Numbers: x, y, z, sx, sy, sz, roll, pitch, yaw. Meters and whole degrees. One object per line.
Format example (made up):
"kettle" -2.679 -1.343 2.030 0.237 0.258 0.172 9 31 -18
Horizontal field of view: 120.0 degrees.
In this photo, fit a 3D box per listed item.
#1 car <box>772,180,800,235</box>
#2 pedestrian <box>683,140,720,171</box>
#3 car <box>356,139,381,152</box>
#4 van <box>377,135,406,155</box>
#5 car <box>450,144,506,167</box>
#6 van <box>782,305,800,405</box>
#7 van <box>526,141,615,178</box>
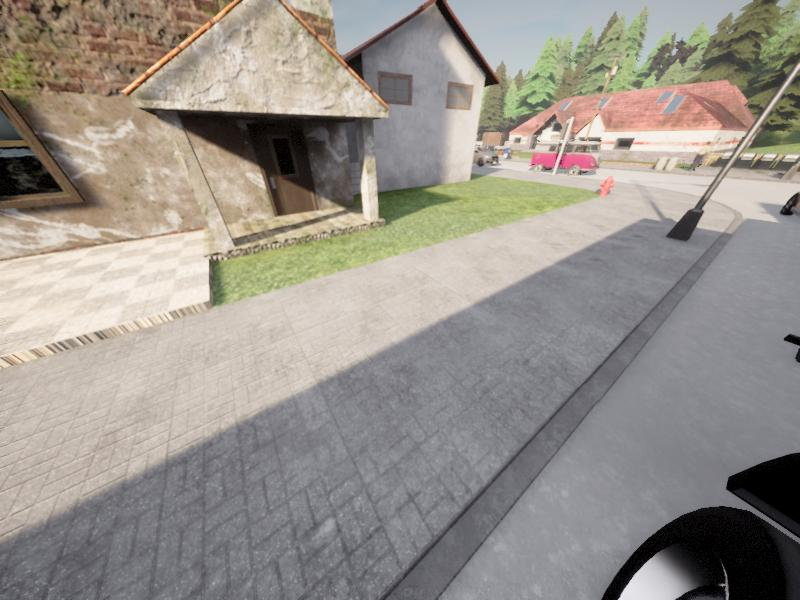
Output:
"car" 12.909 -2.770 6.411 3.705 1.549 1.789 -30 45 -35
"pedestrian" 21.832 -10.455 16.770 0.751 1.860 0.751 -22 41 -28
"car" -6.066 -29.586 44.167 2.150 2.045 5.566 -22 40 -27
"van" -1.510 -25.977 38.588 1.988 2.561 5.915 -22 41 -27
"car" 7.394 -14.075 22.389 2.242 1.667 4.611 -22 40 -27
"van" 7.064 -0.477 2.350 5.915 2.561 1.988 -21 40 -27
"van" 12.049 -10.293 16.720 1.775 1.987 4.442 -22 40 -27
